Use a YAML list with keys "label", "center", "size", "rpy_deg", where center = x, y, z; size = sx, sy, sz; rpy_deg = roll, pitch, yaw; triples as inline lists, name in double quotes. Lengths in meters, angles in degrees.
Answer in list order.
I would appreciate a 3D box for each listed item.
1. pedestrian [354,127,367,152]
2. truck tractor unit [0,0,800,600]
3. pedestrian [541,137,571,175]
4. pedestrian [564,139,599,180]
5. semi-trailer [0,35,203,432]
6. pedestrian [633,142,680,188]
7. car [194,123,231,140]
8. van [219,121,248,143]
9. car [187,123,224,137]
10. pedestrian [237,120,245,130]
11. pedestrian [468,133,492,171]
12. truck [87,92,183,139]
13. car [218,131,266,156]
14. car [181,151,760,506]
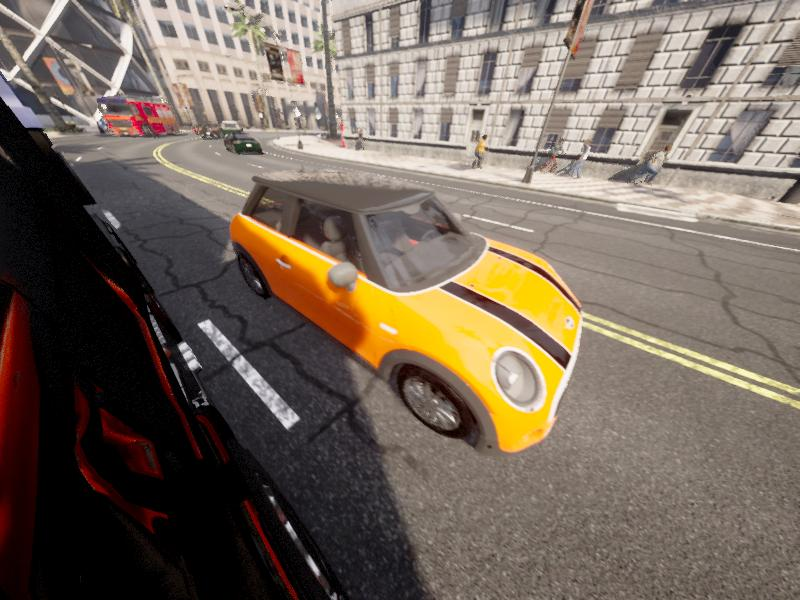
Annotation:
- label: "pedestrian"
  center: [-3.569, -14.705, 21.181]
  size: [0.751, 1.860, 0.751]
  rpy_deg: [21, 41, 23]
- label: "truck tractor unit"
  center: [-2.645, -0.295, 0.351]
  size: [6.516, 4.208, 3.053]
  rpy_deg: [28, 44, 30]
- label: "pedestrian"
  center: [9.296, -8.601, 13.838]
  size: [0.751, 1.860, 0.751]
  rpy_deg: [27, 43, 29]
- label: "pedestrian"
  center: [9.892, -7.678, 12.644]
  size: [0.751, 1.860, 0.751]
  rpy_deg: [26, 43, 28]
- label: "semi-trailer"
  center: [-8.770, -3.555, 4.156]
  size: [14.254, 4.402, 2.717]
  rpy_deg: [27, 43, 29]
- label: "pedestrian"
  center: [12.710, -6.703, 11.518]
  size: [0.751, 1.860, 0.751]
  rpy_deg: [28, 44, 30]
- label: "car"
  center: [-24.695, -22.454, 30.701]
  size: [2.152, 1.651, 5.027]
  rpy_deg: [-8, 38, -14]
- label: "van"
  center: [-19.651, -20.007, 27.446]
  size: [1.775, 1.987, 4.442]
  rpy_deg: [-13, 40, -19]
- label: "car"
  center: [-29.034, -25.546, 34.635]
  size: [2.007, 1.525, 4.514]
  rpy_deg: [-1, 37, -5]
- label: "pedestrian"
  center: [-36.377, -39.945, 52.807]
  size: [0.751, 1.860, 0.751]
  rpy_deg: [13, 38, 13]
- label: "pedestrian"
  center: [4.836, -8.947, 14.024]
  size: [0.751, 1.860, 0.751]
  rpy_deg: [24, 42, 26]
- label: "truck"
  center: [-31.235, -22.144, 28.047]
  size: [2.891, 3.827, 8.468]
  rpy_deg: [-6, 38, -11]
- label: "car"
  center: [-12.831, -12.756, 18.714]
  size: [1.994, 1.385, 4.181]
  rpy_deg: [-27, 46, -33]
- label: "car"
  center: [-0.219, -0.580, 2.904]
  size: [4.553, 1.767, 2.097]
  rpy_deg: [26, 43, 28]
